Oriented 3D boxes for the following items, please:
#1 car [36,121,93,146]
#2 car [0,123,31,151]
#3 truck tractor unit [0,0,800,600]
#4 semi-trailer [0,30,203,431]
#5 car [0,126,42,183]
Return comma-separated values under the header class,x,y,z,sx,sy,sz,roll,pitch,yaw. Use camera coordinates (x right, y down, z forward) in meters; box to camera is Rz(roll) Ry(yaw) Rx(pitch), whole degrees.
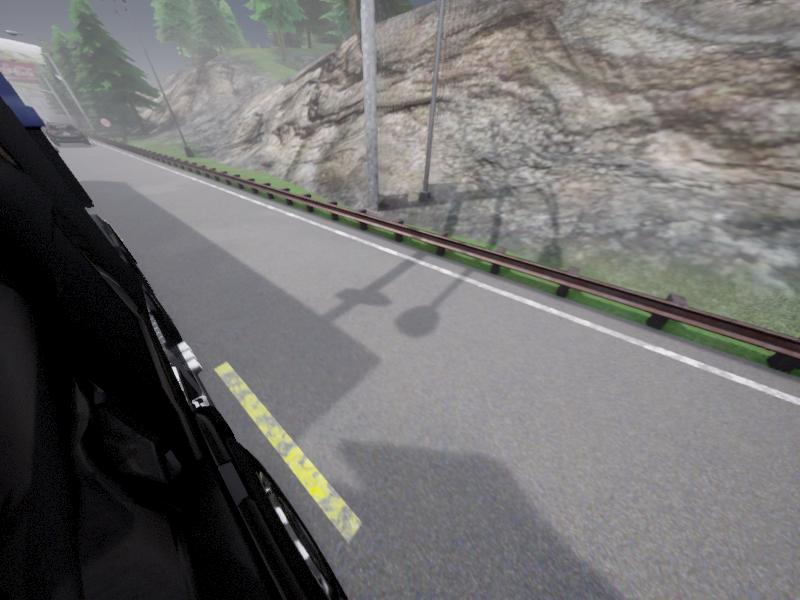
class,x,y,z,sx,sy,sz,roll,pitch,yaw
car,-30.943,-15.358,21.309,4.611,1.667,2.242,26,43,29
car,-30.388,-12.393,17.464,4.902,1.511,2.128,26,43,28
truck tractor unit,-2.645,-0.295,0.351,6.516,4.208,3.053,28,44,30
semi-trailer,-8.818,-3.494,4.147,14.254,4.402,2.717,26,43,29
car,-17.397,-6.130,9.592,4.856,1.649,2.033,26,43,28
